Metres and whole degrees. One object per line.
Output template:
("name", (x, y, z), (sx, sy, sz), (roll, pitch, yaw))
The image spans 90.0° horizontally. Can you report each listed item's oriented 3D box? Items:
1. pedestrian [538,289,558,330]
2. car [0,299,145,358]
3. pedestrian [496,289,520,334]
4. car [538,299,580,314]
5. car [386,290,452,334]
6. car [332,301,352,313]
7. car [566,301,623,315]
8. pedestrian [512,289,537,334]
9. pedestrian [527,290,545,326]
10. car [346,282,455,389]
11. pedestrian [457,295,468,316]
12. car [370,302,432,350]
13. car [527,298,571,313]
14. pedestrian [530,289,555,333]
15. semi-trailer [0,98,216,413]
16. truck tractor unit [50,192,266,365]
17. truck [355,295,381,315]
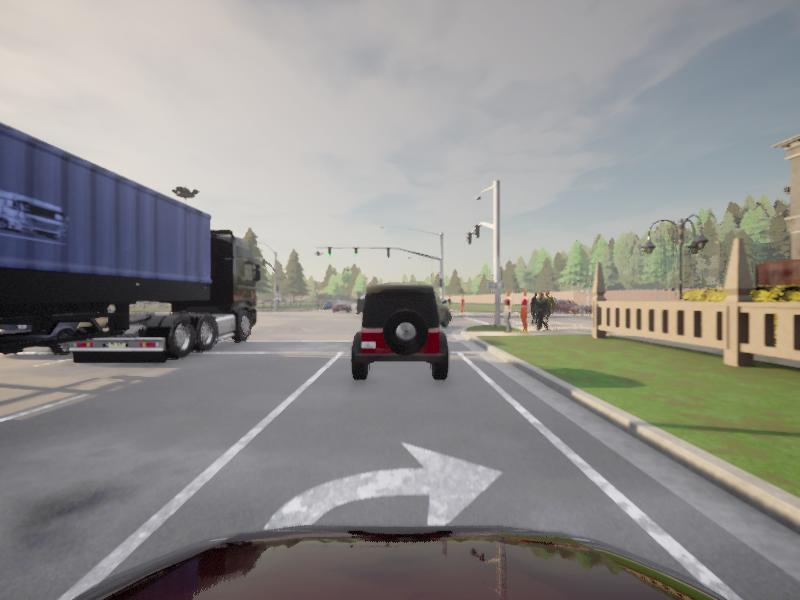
("pedestrian", (6.876, 0.427, 18.669), (0.751, 1.860, 0.751), (0, 0, 10))
("car", (-10.493, 0.777, 12.996), (1.851, 1.617, 3.988), (0, 0, 0))
("pedestrian", (4.599, 0.470, 17.089), (0.751, 1.860, 0.751), (0, 0, -10))
("car", (17.824, 0.748, 44.884), (3.988, 1.617, 1.851), (0, 0, 1))
("car", (1.213, 0.550, 21.825), (2.150, 2.045, 5.566), (0, 0, 18))
("car", (-6.999, 0.826, 49.048), (1.812, 1.442, 4.674), (0, 0, 0))
("car", (20.014, 0.815, 41.358), (4.792, 1.488, 2.163), (0, 0, 1))
("pedestrian", (5.329, 0.470, 17.158), (0.751, 1.860, 0.751), (0, 0, -16))
("pedestrian", (7.201, 0.434, 21.211), (0.751, 1.860, 0.751), (0, 0, 1))
("car", (0.005, 0.635, 8.945), (1.905, 1.878, 3.866), (0, -1, 0))
("pedestrian", (5.635, 0.453, 36.089), (0.751, 1.860, 0.751), (0, 0, -19))
("car", (0.080, 0.840, 14.673), (1.970, 1.475, 3.806), (0, 0, 1))
("car", (17.981, 0.652, 48.379), (4.553, 1.767, 2.097), (0, 0, 1))
("pedestrian", (6.316, 0.469, 17.726), (0.751, 1.860, 0.751), (0, 0, -33))
("semi-trailer", (-6.937, -0.622, 5.083), (2.717, 4.402, 14.254), (0, 0, 0))
("truck tractor unit", (-6.977, -0.533, 12.995), (3.053, 4.208, 6.516), (0, 0, 0))
("truck", (-3.488, 0.502, 45.236), (2.390, 2.098, 6.274), (0, 0, 0))
